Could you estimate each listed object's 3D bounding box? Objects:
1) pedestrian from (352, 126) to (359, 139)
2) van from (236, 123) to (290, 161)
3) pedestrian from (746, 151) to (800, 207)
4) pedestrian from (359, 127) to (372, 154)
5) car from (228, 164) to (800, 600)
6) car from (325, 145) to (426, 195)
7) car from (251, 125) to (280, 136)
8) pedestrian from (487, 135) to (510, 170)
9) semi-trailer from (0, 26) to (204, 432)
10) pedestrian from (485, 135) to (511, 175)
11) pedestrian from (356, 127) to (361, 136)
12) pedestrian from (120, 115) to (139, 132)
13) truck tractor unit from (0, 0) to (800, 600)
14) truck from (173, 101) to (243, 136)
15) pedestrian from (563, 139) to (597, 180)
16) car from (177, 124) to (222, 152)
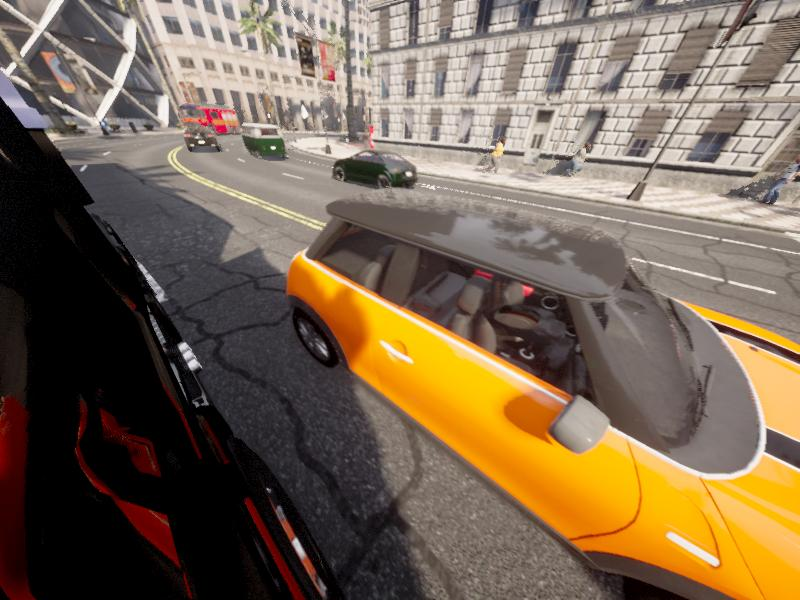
[{"bbox_3d":[-7.926,-29.854,41.190,0.751,1.860,0.751,9,37,8],"label":"pedestrian"},{"bbox_3d":[-9.999,-11.564,16.799,1.775,1.987,4.442,-26,45,-33],"label":"van"},{"bbox_3d":[15.566,-4.869,9.331,0.751,1.860,0.751,23,41,25],"label":"pedestrian"},{"bbox_3d":[-3.014,-14.060,20.403,0.751,1.860,0.751,24,42,26],"label":"pedestrian"},{"bbox_3d":[1.008,0.164,2.006,4.553,1.767,2.097,26,43,28],"label":"car"},{"bbox_3d":[-1.171,-6.050,10.523,4.181,1.385,1.994,27,43,29],"label":"car"},{"bbox_3d":[-24.803,-31.427,42.766,2.007,1.525,4.514,11,38,12],"label":"car"},{"bbox_3d":[6.532,-9.784,15.311,0.751,1.860,0.751,25,42,27],"label":"pedestrian"},{"bbox_3d":[-8.836,-3.510,4.084,14.254,4.402,2.717,27,43,28],"label":"semi-trailer"},{"bbox_3d":[5.595,-8.314,13.285,0.751,1.860,0.751,23,41,25],"label":"pedestrian"},{"bbox_3d":[-10.174,-41.384,56.708,0.751,1.860,0.751,25,42,27],"label":"pedestrian"},{"bbox_3d":[-37.955,-24.765,32.433,0.751,1.860,0.751,0,37,-3],"label":"pedestrian"},{"bbox_3d":[-2.645,-0.295,0.351,6.516,4.208,3.053,28,44,30],"label":"truck tractor unit"},{"bbox_3d":[-29.386,-28.164,36.187,2.891,3.827,8.468,5,37,3],"label":"truck"},{"bbox_3d":[10.111,-7.902,13.029,0.751,1.860,0.751,27,43,29],"label":"pedestrian"},{"bbox_3d":[-16.833,-13.801,19.650,2.152,1.651,5.027,-19,42,-26],"label":"car"}]
